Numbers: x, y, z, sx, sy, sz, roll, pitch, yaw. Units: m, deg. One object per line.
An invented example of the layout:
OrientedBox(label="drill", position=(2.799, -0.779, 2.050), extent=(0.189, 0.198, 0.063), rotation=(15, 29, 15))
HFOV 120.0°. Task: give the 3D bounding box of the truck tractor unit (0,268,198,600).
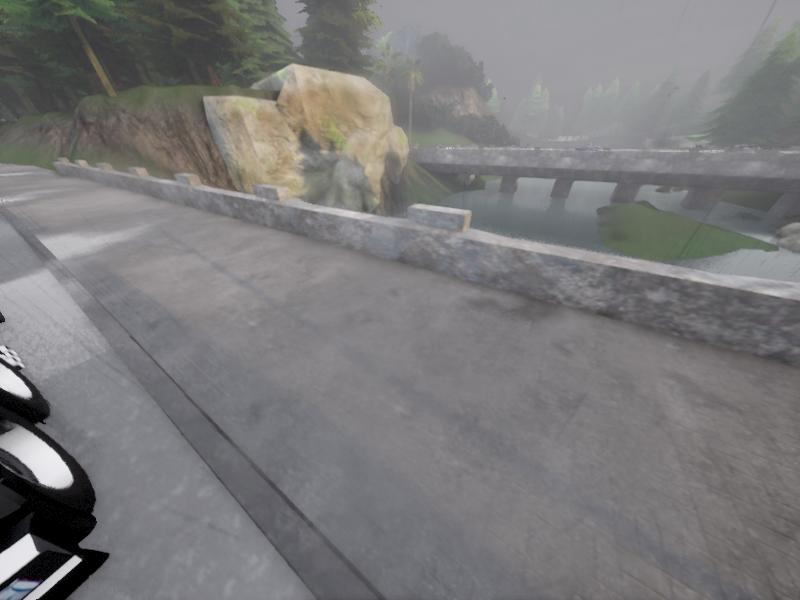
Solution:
OrientedBox(label="truck tractor unit", position=(-5.117, -0.295, 0.766), extent=(6.516, 4.208, 3.053), rotation=(18, 39, 24))

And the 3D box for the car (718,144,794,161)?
OrientedBox(label="car", position=(43.372, -18.152, 28.343), extent=(4.514, 1.525, 2.007), rotation=(19, 39, 25))

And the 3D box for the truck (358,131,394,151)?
OrientedBox(label="truck", position=(-5.955, -38.817, 56.427), extent=(8.468, 3.827, 2.891), rotation=(19, 39, 25))

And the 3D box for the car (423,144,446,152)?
OrientedBox(label="car", position=(7.462, -33.204, 50.336), extent=(4.674, 1.442, 1.812), rotation=(19, 39, 26))

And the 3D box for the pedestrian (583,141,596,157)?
OrientedBox(label="pedestrian", position=(26.121, -20.854, 31.856), extent=(0.751, 1.860, 0.751), rotation=(21, 40, 27))

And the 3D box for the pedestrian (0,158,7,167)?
OrientedBox(label="pedestrian", position=(-41.509, -14.601, 23.465), extent=(0.751, 1.860, 0.751), rotation=(20, 40, 27))

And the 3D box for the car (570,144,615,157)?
OrientedBox(label="car", position=(29.313, -23.013, 35.433), extent=(5.008, 1.535, 1.882), rotation=(19, 39, 25))
